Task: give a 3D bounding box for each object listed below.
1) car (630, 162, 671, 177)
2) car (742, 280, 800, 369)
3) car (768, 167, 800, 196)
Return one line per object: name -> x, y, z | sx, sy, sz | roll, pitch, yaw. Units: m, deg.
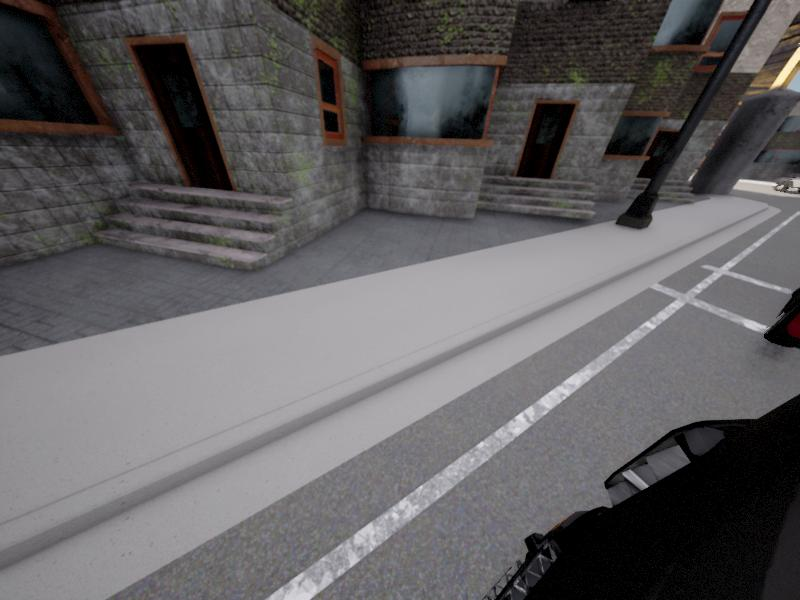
car -> 33.951, -17.856, 31.517 | 1.816, 1.474, 4.193 | 10, 35, 12
car -> 6.991, 0.064, 2.915 | 3.806, 1.475, 1.970 | -15, 38, -24
car -> 33.284, -9.310, 18.317 | 1.905, 1.878, 3.866 | 10, 35, 12
